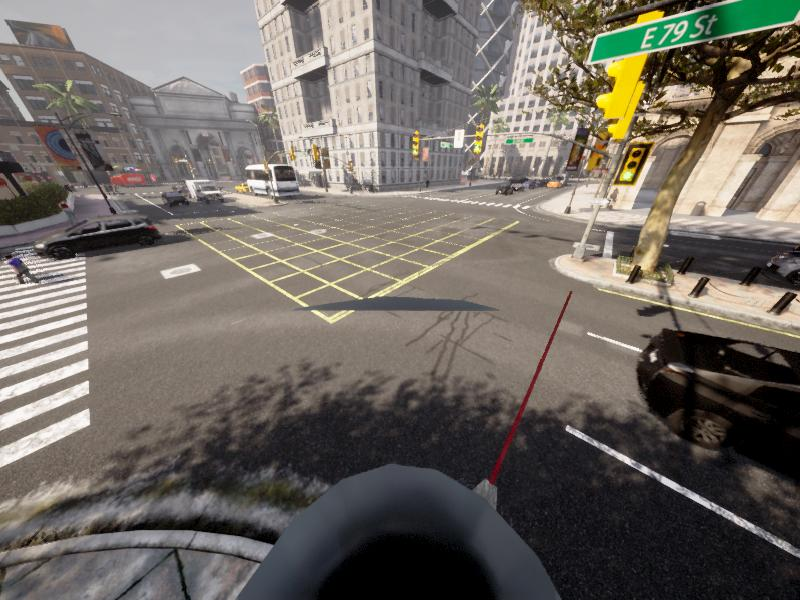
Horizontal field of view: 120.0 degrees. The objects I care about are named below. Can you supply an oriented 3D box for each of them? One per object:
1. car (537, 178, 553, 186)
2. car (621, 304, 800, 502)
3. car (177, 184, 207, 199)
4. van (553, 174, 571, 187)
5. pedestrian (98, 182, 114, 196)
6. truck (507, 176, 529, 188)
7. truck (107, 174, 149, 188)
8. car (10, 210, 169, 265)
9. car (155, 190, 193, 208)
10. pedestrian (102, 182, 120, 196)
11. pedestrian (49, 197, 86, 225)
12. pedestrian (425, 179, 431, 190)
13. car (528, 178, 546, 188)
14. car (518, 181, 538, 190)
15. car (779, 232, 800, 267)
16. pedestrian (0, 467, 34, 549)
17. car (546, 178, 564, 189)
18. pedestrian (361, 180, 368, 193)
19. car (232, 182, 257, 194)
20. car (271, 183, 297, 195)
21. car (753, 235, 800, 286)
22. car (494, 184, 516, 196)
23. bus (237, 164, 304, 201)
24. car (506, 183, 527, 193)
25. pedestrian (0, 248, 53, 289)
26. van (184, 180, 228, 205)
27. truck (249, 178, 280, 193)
[{"bbox_3d":[35.872,-29.072,56.967,2.033,1.411,5.357,23,37,34],"label":"car"},{"bbox_3d":[6.437,1.867,3.244,4.514,1.525,2.007,24,38,35],"label":"car"},{"bbox_3d":[-31.092,-16.241,34.507,4.856,1.649,2.033,23,37,34],"label":"car"},{"bbox_3d":[38.087,-28.167,54.256,1.988,2.561,5.915,23,37,34],"label":"van"},{"bbox_3d":[-46.009,-17.376,36.190,0.751,1.860,0.751,14,33,23],"label":"pedestrian"},{"bbox_3d":[26.501,-26.553,51.897,2.390,2.098,6.274,23,37,34],"label":"truck"},{"bbox_3d":[-59.726,-26.128,50.788,2.627,2.467,5.204,23,37,34],"label":"truck"},{"bbox_3d":[-16.232,-3.589,12.550,2.242,1.667,4.611,23,37,34],"label":"car"},{"bbox_3d":[-27.136,-12.180,27.707,5.357,1.411,2.033,23,37,34],"label":"car"},{"bbox_3d":[-45.560,-17.509,36.422,0.751,1.860,0.751,2,30,3],"label":"pedestrian"},{"bbox_3d":[-25.019,-6.715,17.422,0.751,1.860,0.751,-22,37,-33],"label":"pedestrian"},{"bbox_3d":[5.262,-21.970,43.845,0.751,1.860,0.751,20,35,30],"label":"pedestrian"},{"bbox_3d":[30.644,-26.106,51.601,2.152,1.651,5.027,23,37,34],"label":"car"},{"bbox_3d":[26.001,-23.250,46.881,2.033,1.411,5.357,23,37,34],"label":"car"},{"bbox_3d":[20.631,-1.829,9.804,4.181,1.385,1.994,23,37,34],"label":"car"},{"bbox_3d":[-5.212,2.135,2.393,0.751,1.860,0.751,23,37,34],"label":"pedestrian"},{"bbox_3d":[33.211,-24.960,49.443,2.097,1.767,4.553,23,37,34],"label":"car"},{"bbox_3d":[-6.044,-19.403,39.400,0.751,1.860,0.751,18,34,28],"label":"pedestrian"},{"bbox_3d":[-27.676,-20.013,41.088,5.366,1.575,1.801,23,37,34],"label":"car"},{"bbox_3d":[-19.638,-18.838,39.189,4.674,1.442,1.812,23,37,34],"label":"car"},{"bbox_3d":[16.907,-1.185,8.528,3.633,1.501,1.845,23,37,34],"label":"car"},{"bbox_3d":[17.189,-18.077,37.842,1.816,1.474,4.193,23,37,34],"label":"car"},{"bbox_3d":[-19.231,-17.526,34.110,10.273,4.253,3.944,23,37,34],"label":"bus"},{"bbox_3d":[21.378,-20.487,42.194,1.895,1.301,4.718,23,37,34],"label":"car"},{"bbox_3d":[-14.465,-1.200,8.735,0.751,1.300,0.751,-3,30,-5],"label":"pedestrian"},{"bbox_3d":[-25.231,-14.113,30.022,6.366,2.431,2.351,23,37,34],"label":"van"},{"bbox_3d":[-25.339,-21.541,43.216,6.274,2.098,2.390,23,37,34],"label":"truck"}]
